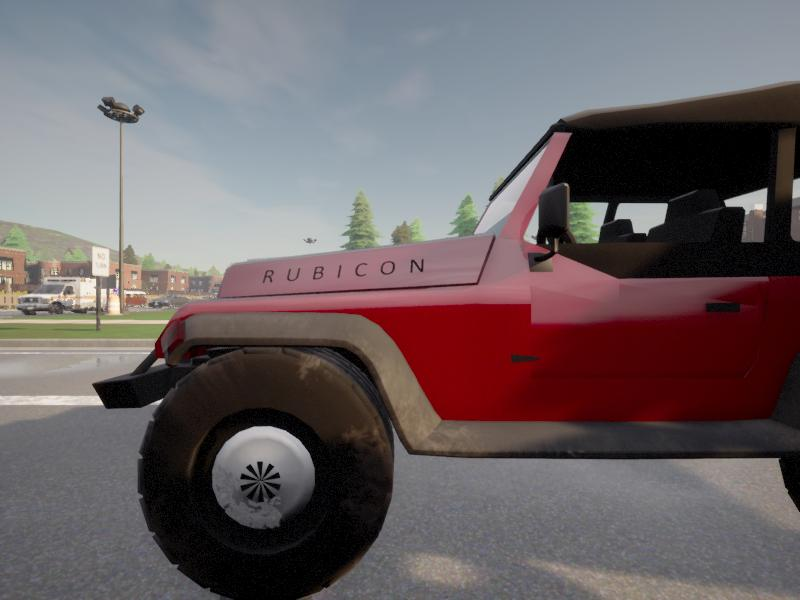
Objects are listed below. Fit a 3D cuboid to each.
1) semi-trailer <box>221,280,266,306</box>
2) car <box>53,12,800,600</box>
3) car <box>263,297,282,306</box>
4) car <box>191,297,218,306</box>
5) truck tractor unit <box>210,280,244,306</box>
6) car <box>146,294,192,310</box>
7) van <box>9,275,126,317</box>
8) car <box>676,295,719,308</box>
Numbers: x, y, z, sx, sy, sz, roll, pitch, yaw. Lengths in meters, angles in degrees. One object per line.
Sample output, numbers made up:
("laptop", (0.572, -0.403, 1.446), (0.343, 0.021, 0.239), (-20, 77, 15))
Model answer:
("semi-trailer", (-28.836, -1.219, 74.681), (2.717, 4.402, 14.254), (0, 0, 0))
("car", (0.853, 0.046, 2.203), (3.866, 1.878, 1.905), (0, 0, 0))
("car", (-21.734, 0.270, 68.182), (1.812, 1.442, 4.674), (0, 0, -1))
("car", (-32.218, 0.225, 66.103), (2.038, 1.542, 4.974), (0, 0, -1))
("truck tractor unit", (-28.763, -1.125, 66.769), (3.053, 4.208, 6.516), (0, 0, -2))
("car", (-24.911, 0.181, 43.389), (2.152, 1.651, 5.027), (0, 0, 0))
("van", (-21.233, -0.222, 26.110), (2.351, 2.431, 6.366), (0, 0, -1))
("car", (39.927, 0.156, 53.825), (2.242, 1.667, 4.611), (0, 0, -1))
